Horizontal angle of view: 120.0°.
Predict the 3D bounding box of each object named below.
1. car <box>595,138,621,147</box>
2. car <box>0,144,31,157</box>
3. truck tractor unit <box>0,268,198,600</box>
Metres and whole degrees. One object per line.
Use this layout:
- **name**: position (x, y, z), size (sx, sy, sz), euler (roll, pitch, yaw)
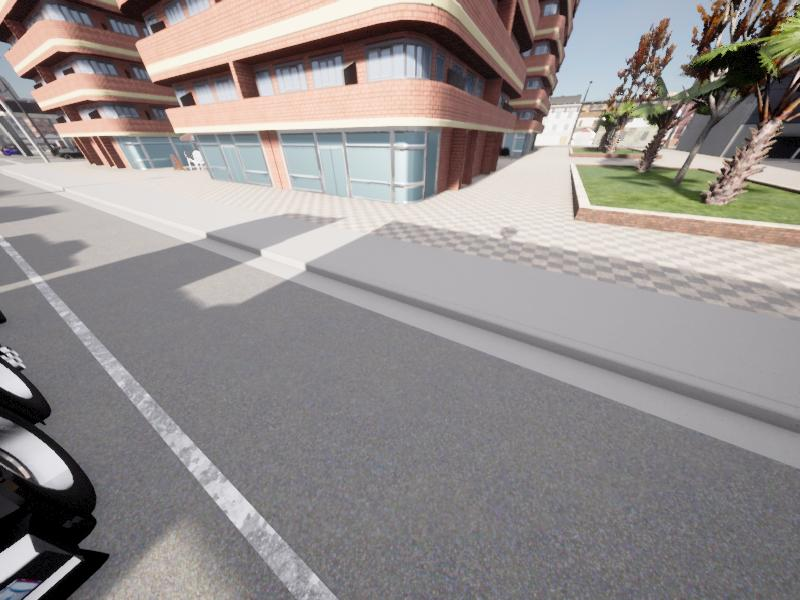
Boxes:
- **car**: position (43.706, -33.226, 48.614), size (3.633, 1.501, 1.845), euler (18, 39, 25)
- **car**: position (-67.467, -26.114, 40.286), size (4.611, 1.667, 2.242), euler (18, 39, 25)
- **truck tractor unit**: position (-5.121, -0.289, 0.776), size (6.516, 4.208, 3.053), euler (18, 39, 24)
